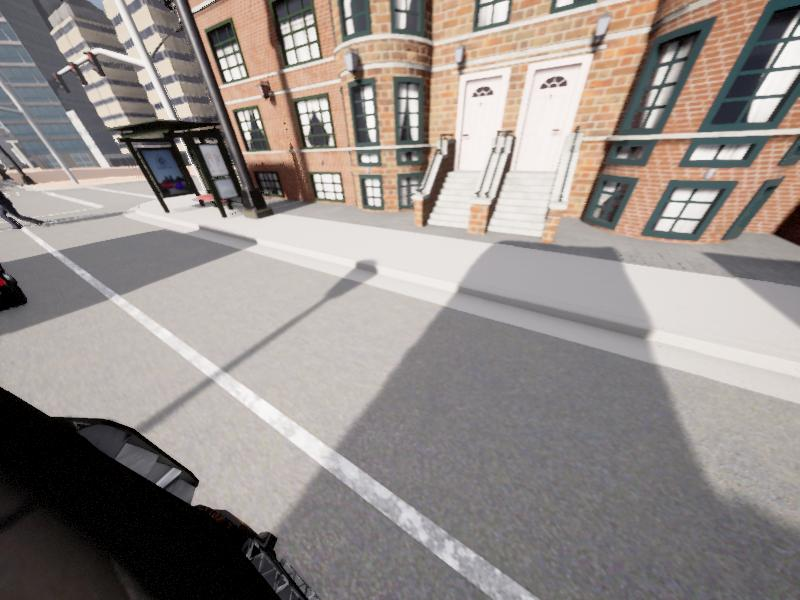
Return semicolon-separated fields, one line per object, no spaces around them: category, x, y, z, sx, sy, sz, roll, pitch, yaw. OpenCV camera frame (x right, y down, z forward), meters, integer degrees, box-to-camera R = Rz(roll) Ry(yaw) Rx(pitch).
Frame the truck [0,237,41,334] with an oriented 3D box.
truck;-8.607;-0.766;3.312;5.204;2.467;2.627;17;39;29

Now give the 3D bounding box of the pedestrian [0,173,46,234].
pedestrian;-14.067;-3.446;8.193;0.751;1.860;0.751;-29;42;-34
